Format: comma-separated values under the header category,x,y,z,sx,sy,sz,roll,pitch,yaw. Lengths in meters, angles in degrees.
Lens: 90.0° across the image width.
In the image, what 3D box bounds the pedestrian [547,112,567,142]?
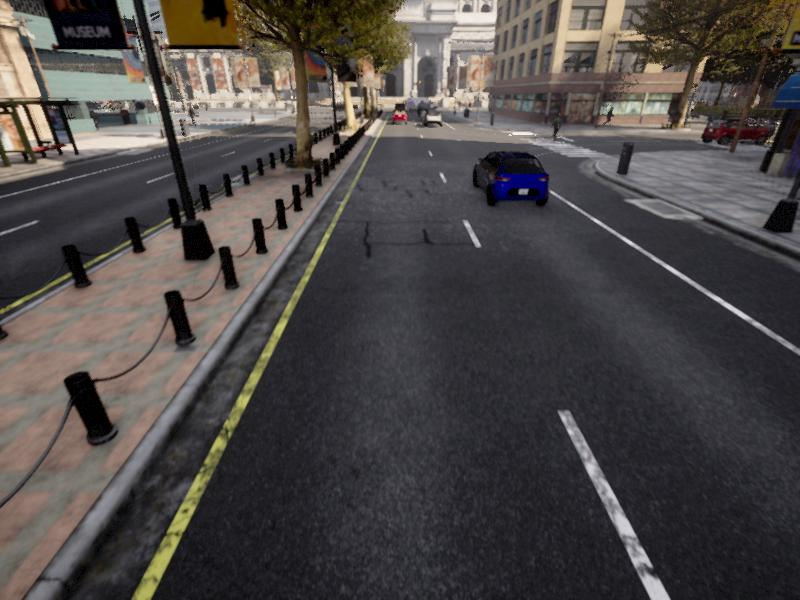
category,x,y,z,sx,sy,sz,roll,pitch,yaw
pedestrian,10.972,-12.099,27.984,0.751,1.860,0.751,-1,27,-1

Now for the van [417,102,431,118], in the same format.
category,x,y,z,sx,sy,sz,roll,pitch,yaw
van,3.428,-27.290,57.418,1.775,1.987,4.442,0,27,0

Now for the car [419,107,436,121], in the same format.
category,x,y,z,sx,sy,sz,roll,pitch,yaw
car,3.498,-24.035,51.596,1.845,1.501,3.633,0,27,0

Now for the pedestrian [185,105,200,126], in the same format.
category,x,y,z,sx,sy,sz,roll,pitch,yaw
pedestrian,-21.100,-18.779,40.725,0.751,1.860,0.751,2,27,4

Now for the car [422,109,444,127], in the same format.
category,x,y,z,sx,sy,sz,roll,pitch,yaw
car,3.480,-19.554,42.901,2.007,1.525,4.514,0,27,0

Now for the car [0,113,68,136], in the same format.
category,x,y,z,sx,sy,sz,roll,pitch,yaw
car,-30.831,-14.670,33.374,2.161,1.482,4.786,0,27,0

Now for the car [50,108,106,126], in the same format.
category,x,y,z,sx,sy,sz,roll,pitch,yaw
car,-34.969,-20.005,43.657,2.128,1.511,4.902,0,27,0

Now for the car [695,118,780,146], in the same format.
category,x,y,z,sx,sy,sz,roll,pitch,yaw
car,22.320,-11.191,26.572,3.705,1.549,1.789,-1,27,-1

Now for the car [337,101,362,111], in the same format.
category,x,y,z,sx,sy,sz,roll,pitch,yaw
car,-9.977,-38.203,78.770,4.605,1.855,1.932,0,27,0

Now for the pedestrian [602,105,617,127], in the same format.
category,x,y,z,sx,sy,sz,roll,pitch,yaw
pedestrian,19.823,-17.361,37.839,0.751,1.860,0.751,5,28,10

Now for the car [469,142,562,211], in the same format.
category,x,y,z,sx,sy,sz,roll,pitch,yaw
car,3.521,-4.189,13.124,1.816,1.474,4.193,0,27,0

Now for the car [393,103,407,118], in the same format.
category,x,y,z,sx,sy,sz,roll,pitch,yaw
car,-0.025,-27.297,57.544,1.905,1.878,3.866,0,27,0

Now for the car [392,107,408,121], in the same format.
category,x,y,z,sx,sy,sz,roll,pitch,yaw
car,-0.023,-24.219,51.968,2.007,1.525,4.514,0,27,0

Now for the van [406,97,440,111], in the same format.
category,x,y,z,sx,sy,sz,roll,pitch,yaw
van,4.452,-38.447,78.584,6.366,2.431,2.351,0,27,0

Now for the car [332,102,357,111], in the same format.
category,x,y,z,sx,sy,sz,roll,pitch,yaw
car,-11.406,-39.629,81.978,4.792,1.488,2.163,0,27,0

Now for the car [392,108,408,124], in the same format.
category,x,y,z,sx,sy,sz,roll,pitch,yaw
car,-0.020,-21.193,46.059,1.789,1.549,3.705,0,27,0

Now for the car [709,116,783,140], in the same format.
category,x,y,z,sx,sy,sz,roll,pitch,yaw
car,25.766,-12.901,29.907,3.633,1.501,1.845,-1,27,-2
